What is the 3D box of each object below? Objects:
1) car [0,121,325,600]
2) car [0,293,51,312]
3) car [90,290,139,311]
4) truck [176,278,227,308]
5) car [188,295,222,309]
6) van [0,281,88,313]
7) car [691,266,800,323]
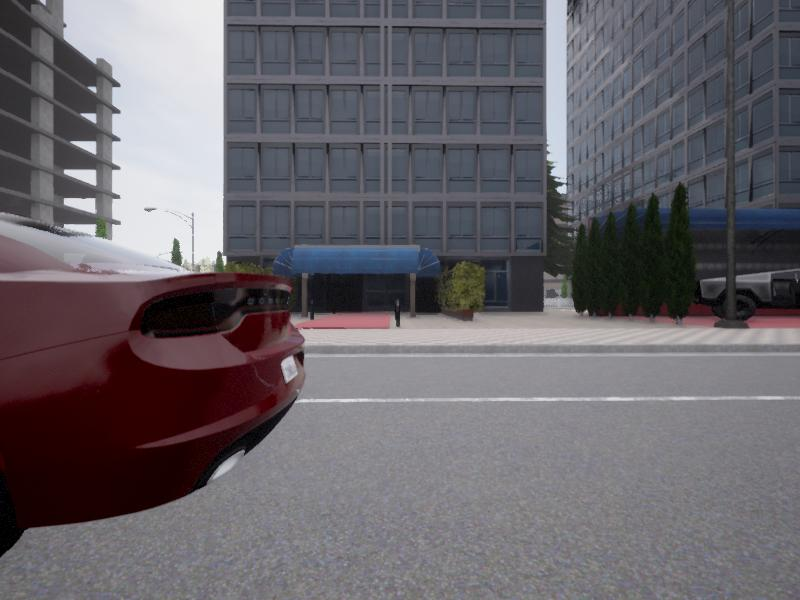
[{"bbox_3d":[-3.069,0.223,2.122,5.008,1.535,1.882,0,0,-1],"label":"car"},{"bbox_3d":[-33.524,0.200,34.777,1.801,1.575,5.366,0,0,-1],"label":"car"},{"bbox_3d":[-26.570,0.043,37.405,1.905,1.878,3.866,0,0,-1],"label":"car"},{"bbox_3d":[-26.891,-0.922,54.742,2.891,3.827,8.468,0,0,-1],"label":"truck"},{"bbox_3d":[-23.268,0.227,47.930,2.007,1.525,4.514,0,0,-1],"label":"car"},{"bbox_3d":[-30.008,-0.223,33.860,2.351,2.431,6.366,0,0,-1],"label":"van"},{"bbox_3d":[15.472,-0.197,15.717,6.274,2.098,2.390,0,0,29],"label":"car"}]
